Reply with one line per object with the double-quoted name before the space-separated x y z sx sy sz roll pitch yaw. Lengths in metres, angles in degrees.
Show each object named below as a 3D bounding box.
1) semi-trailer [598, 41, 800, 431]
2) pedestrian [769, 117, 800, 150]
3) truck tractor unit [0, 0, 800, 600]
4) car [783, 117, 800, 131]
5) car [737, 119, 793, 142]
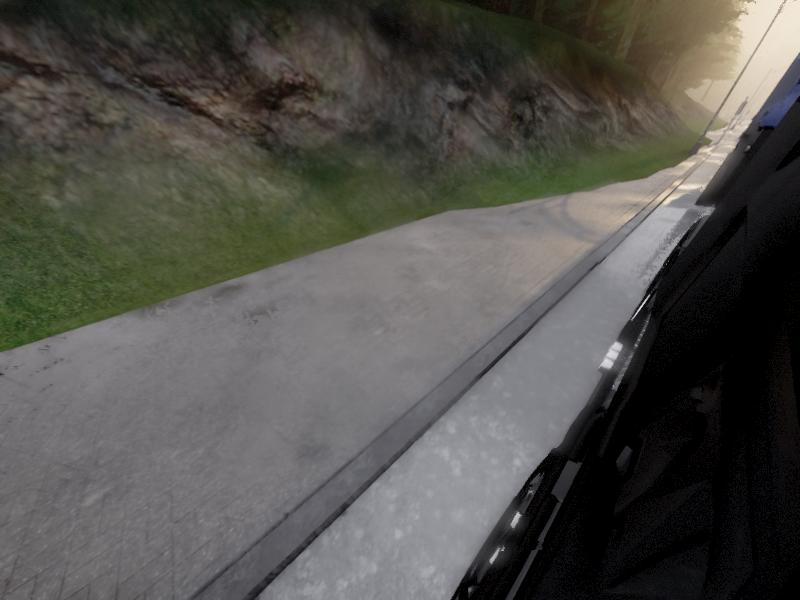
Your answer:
"semi-trailer" 8.701 -3.575 4.265 14.254 4.402 2.717 -28 44 -30
"pedestrian" 28.270 -11.981 16.644 0.751 1.860 0.751 17 41 24
"truck tractor unit" 2.645 -0.295 0.352 6.516 4.208 3.053 -28 44 -30
"car" 60.548 -26.593 34.832 5.027 1.651 2.152 -28 44 -30
"car" 36.443 -17.057 23.240 4.611 1.667 2.242 -30 45 -32
